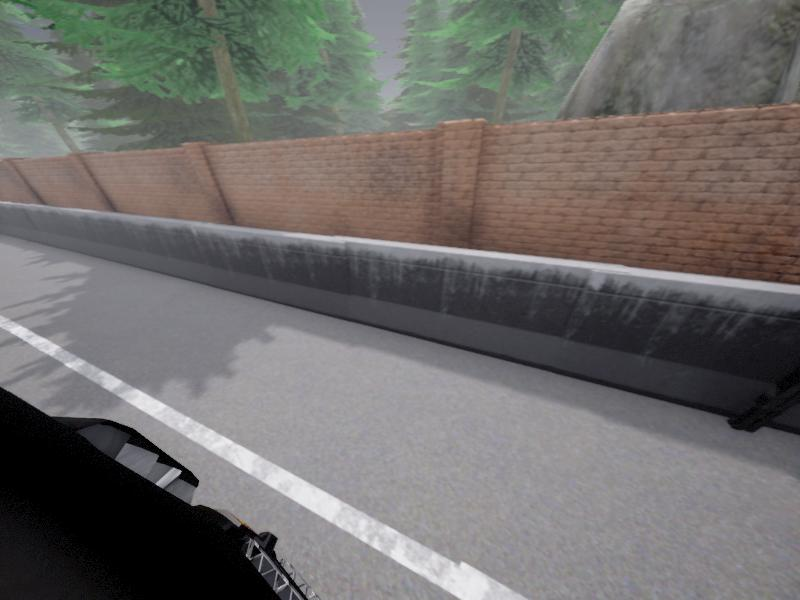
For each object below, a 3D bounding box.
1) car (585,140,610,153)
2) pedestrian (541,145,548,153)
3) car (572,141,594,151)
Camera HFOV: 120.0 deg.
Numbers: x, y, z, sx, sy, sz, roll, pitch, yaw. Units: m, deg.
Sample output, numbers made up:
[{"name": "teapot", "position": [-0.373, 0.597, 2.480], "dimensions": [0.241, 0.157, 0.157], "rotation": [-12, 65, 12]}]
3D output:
[{"name": "car", "position": [31.466, -24.559, 36.952], "dimensions": [2.033, 1.649, 4.856], "rotation": [14, 37, 23]}, {"name": "pedestrian", "position": [24.984, -26.095, 39.969], "dimensions": [0.500, 1.100, 0.500], "rotation": [-18, 36, -22]}, {"name": "car", "position": [36.065, -30.476, 45.664], "dimensions": [2.128, 1.511, 4.902], "rotation": [11, 36, 20]}]
